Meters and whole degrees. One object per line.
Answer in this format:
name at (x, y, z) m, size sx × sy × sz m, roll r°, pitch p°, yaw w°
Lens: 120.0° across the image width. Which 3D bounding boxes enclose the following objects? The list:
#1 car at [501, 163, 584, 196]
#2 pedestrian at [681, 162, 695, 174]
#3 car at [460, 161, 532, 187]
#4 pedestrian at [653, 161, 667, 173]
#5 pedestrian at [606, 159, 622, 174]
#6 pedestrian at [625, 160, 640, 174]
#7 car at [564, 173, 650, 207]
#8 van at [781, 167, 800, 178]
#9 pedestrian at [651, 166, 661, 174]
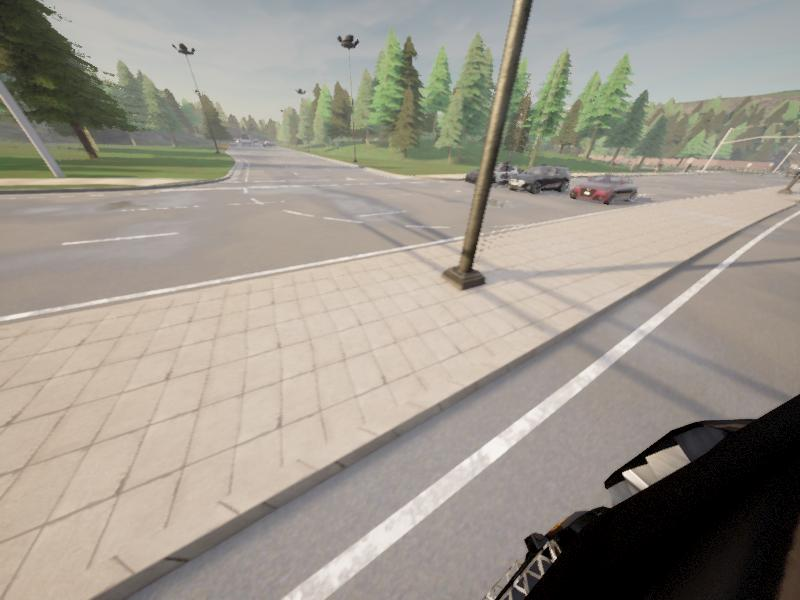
car at (9.601, -8.231, 15.649) m, size 4.856 × 1.649 × 2.033 m, roll -14°, pitch 37°, yaw -24°
pedestrian at (55.466, -25.455, 44.501) m, size 0.751 × 1.860 × 0.751 m, roll -10°, pitch 36°, yaw -19°
car at (7.490, -9.901, 18.104) m, size 4.974 × 1.542 × 2.038 m, roll -12°, pitch 36°, yaw -21°
pedestrian at (45.639, -23.341, 40.584) m, size 0.751 × 1.860 × 0.751 m, roll -14°, pitch 37°, yaw -24°
pedestrian at (31.590, -19.740, 34.111) m, size 0.751 × 1.860 × 0.751 m, roll -14°, pitch 37°, yaw -23°
pedestrian at (36.270, -20.759, 35.995) m, size 0.751 × 1.860 × 0.751 m, roll -14°, pitch 37°, yaw -23°
car at (12.018, -6.507, 13.453) m, size 4.181 × 1.385 × 1.994 m, roll -16°, pitch 38°, yaw -25°
van at (92.904, -30.058, 54.386) m, size 4.480 × 2.038 × 2.069 m, roll -14°, pitch 37°, yaw -24°
pedestrian at (43.002, -21.833, 38.801) m, size 0.500 × 1.100 × 0.500 m, roll -15°, pitch 37°, yaw -25°
